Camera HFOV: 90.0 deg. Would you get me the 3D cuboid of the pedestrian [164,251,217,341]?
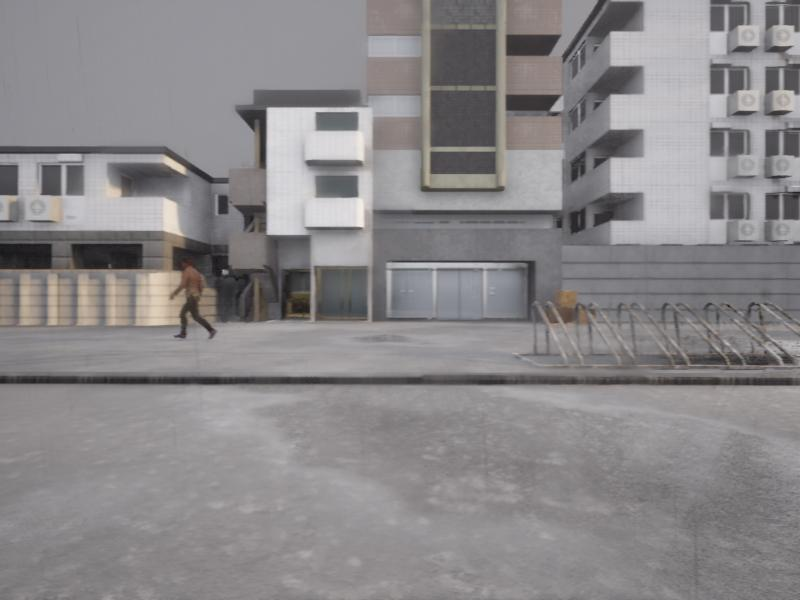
[{"bbox_3d":[-4.506,-0.075,8.644,0.751,1.860,0.751,0,0,-1],"label":"pedestrian"}]
